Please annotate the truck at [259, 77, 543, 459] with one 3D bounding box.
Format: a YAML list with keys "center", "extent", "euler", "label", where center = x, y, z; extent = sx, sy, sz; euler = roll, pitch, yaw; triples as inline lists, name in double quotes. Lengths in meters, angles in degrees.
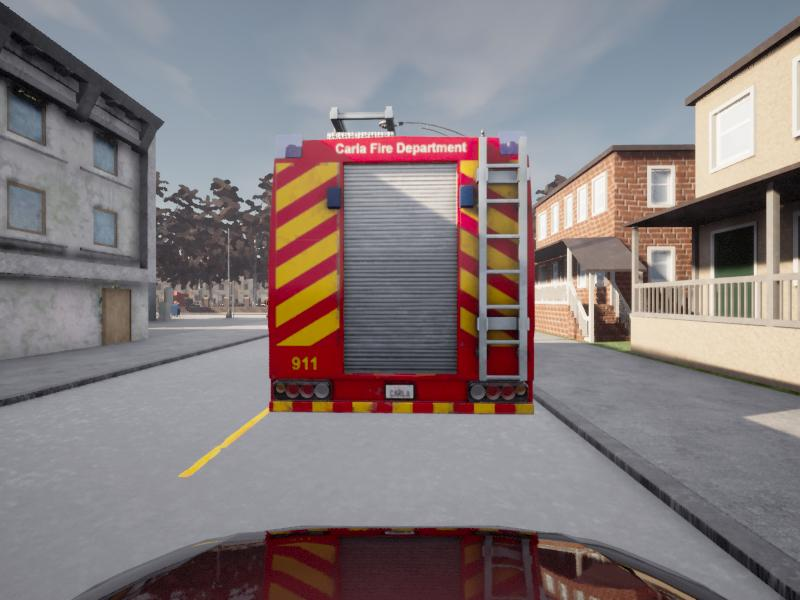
- center: [0.146, -0.321, 8.301]
  extent: [2.891, 3.827, 8.468]
  euler: [0, 0, 2]
  label: "truck"

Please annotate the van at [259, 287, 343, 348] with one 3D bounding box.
- center: [-3.645, 0.571, 15.591]
  extent: [2.069, 2.038, 4.480]
  euler: [0, 0, 1]
  label: "van"

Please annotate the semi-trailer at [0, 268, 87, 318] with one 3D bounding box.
- center: [-36.969, -0.617, 37.043]
  extent: [14.254, 4.402, 2.717]
  euler: [0, 0, 3]
  label: "semi-trailer"

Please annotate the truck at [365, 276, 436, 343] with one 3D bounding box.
- center: [0.173, 0.357, 17.323]
  extent: [2.627, 2.467, 5.204]
  euler: [0, 0, 4]
  label: "truck"
